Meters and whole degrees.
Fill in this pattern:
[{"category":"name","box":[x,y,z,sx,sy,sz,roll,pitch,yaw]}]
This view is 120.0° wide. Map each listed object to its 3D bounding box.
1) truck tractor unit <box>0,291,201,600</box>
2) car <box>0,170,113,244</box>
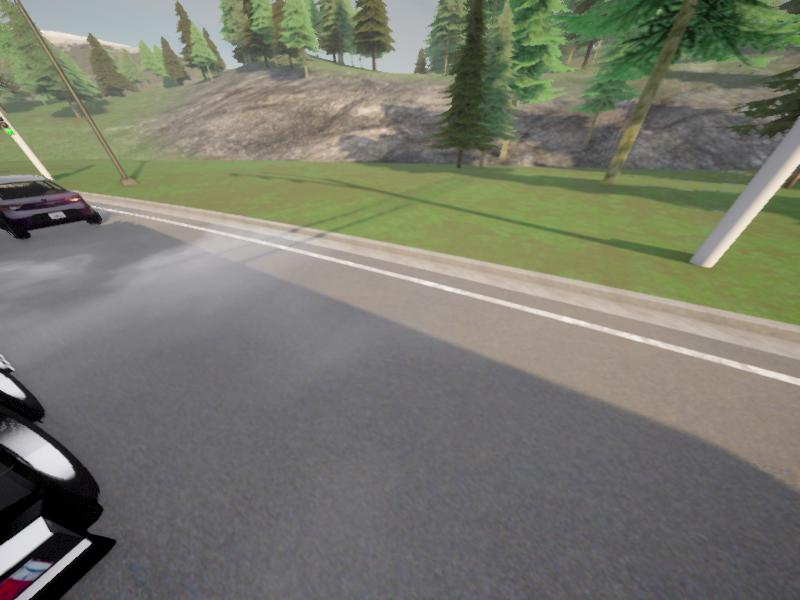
[{"category":"truck tractor unit","box":[-5.158,-0.250,0.715,6.516,4.208,3.053,16,38,22]},{"category":"car","box":[-11.823,-3.088,7.271,4.193,1.474,1.816,14,37,20]}]
